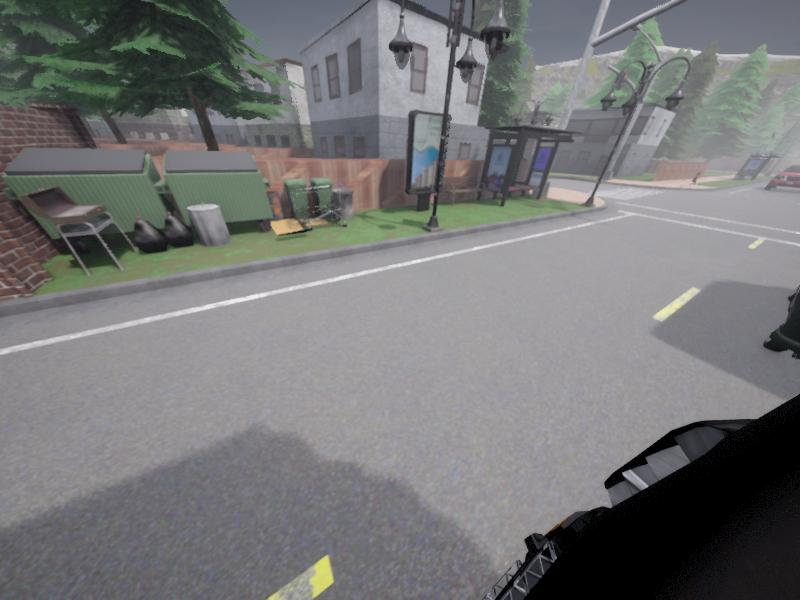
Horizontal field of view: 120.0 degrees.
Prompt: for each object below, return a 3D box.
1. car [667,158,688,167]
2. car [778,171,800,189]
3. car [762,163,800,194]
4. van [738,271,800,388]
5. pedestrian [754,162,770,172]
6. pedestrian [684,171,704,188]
[{"bbox_3d":[70.710,-35.124,58.892,4.605,1.855,1.932,-17,39,-27],"label":"car"},{"bbox_3d":[41.694,-12.423,23.862,4.181,1.385,1.994,-16,38,-26],"label":"car"},{"bbox_3d":[34.796,-10.676,20.198,5.566,2.045,2.150,-16,38,-26],"label":"car"},{"bbox_3d":[6.748,-0.165,2.753,4.442,1.987,1.775,-16,38,-26],"label":"van"},{"bbox_3d":[74.459,-27.396,47.553,0.751,1.860,0.751,11,35,13],"label":"pedestrian"},{"bbox_3d":[23.174,-9.494,18.218,0.500,1.100,0.500,-22,41,-32],"label":"pedestrian"}]
